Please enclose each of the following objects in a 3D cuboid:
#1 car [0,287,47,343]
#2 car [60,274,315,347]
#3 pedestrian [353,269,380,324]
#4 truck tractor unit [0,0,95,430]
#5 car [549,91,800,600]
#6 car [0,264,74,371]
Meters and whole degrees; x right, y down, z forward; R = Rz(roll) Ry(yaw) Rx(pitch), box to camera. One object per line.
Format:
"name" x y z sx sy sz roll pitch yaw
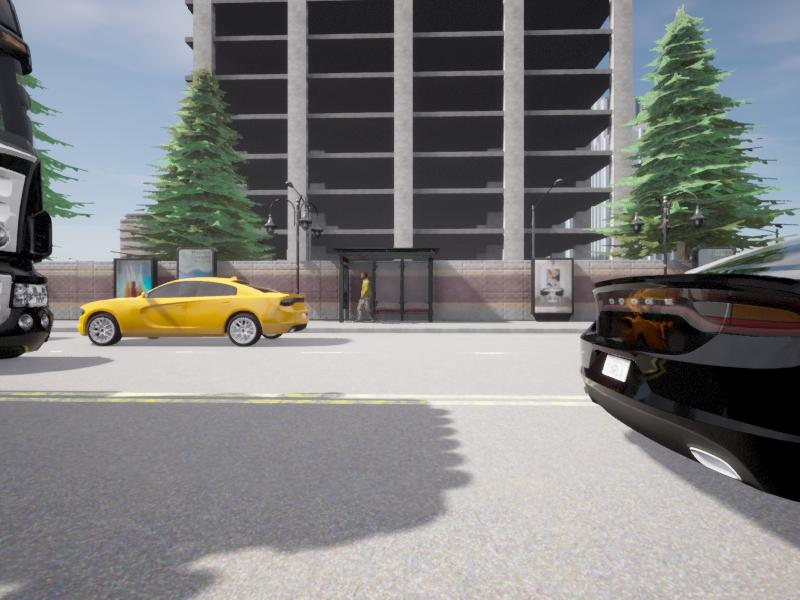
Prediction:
"car" -11.627 0.344 9.590 4.718 1.301 1.895 0 0 2
"car" -4.699 0.223 9.380 5.008 1.535 1.882 0 0 2
"pedestrian" -1.178 -0.115 13.973 0.751 1.860 0.751 0 0 -20
"truck tractor unit" -6.257 -1.116 2.426 6.516 4.208 3.053 0 0 2
"car" 3.773 0.171 2.126 5.238 1.638 1.930 0 0 2
"car" -8.035 0.245 5.980 4.892 1.490 1.837 0 0 2
